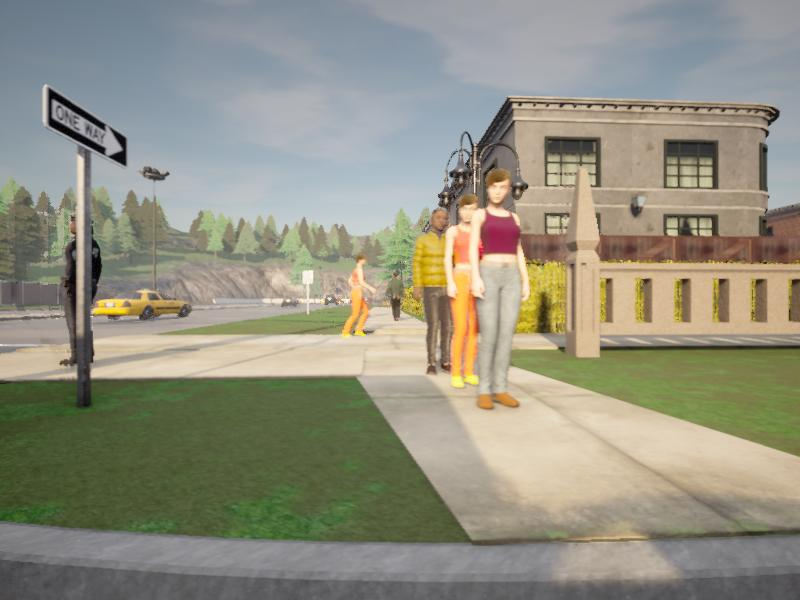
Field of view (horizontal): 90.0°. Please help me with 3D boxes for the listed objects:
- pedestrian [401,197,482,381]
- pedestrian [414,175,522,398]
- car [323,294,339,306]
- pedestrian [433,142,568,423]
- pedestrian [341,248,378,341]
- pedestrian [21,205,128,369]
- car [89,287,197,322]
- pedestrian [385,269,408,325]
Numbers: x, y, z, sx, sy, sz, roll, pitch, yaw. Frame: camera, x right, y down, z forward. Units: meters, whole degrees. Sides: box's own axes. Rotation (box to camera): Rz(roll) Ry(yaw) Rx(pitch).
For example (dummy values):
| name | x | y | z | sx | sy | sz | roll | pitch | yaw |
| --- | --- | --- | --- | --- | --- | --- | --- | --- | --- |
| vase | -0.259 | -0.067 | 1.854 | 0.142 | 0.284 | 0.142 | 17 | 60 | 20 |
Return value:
| name | x | y | z | sx | sy | sz | roll | pitch | yaw |
| --- | --- | --- | --- | --- | --- | --- | --- | --- | --- |
| pedestrian | 0.431 | -0.113 | 4.466 | 0.751 | 1.860 | 0.751 | 0 | 0 | -8 |
| pedestrian | 0.618 | -0.113 | 3.824 | 0.751 | 1.860 | 0.751 | 0 | 0 | -19 |
| car | -11.985 | -0.004 | 70.094 | 2.150 | 2.045 | 5.566 | 0 | 0 | -3 |
| pedestrian | 0.730 | -0.113 | 3.100 | 0.751 | 1.860 | 0.751 | 0 | 0 | -14 |
| pedestrian | -0.871 | -0.111 | 8.490 | 0.751 | 1.860 | 0.751 | 0 | 0 | -8 |
| pedestrian | -3.980 | -0.144 | 4.963 | 0.751 | 1.860 | 0.751 | 0 | 0 | -8 |
| car | -12.808 | 0.207 | 20.472 | 1.801 | 1.575 | 5.366 | 0 | 0 | 4 |
| pedestrian | -0.145 | -0.109 | 13.720 | 0.751 | 1.860 | 0.751 | 0 | 0 | -3 |
